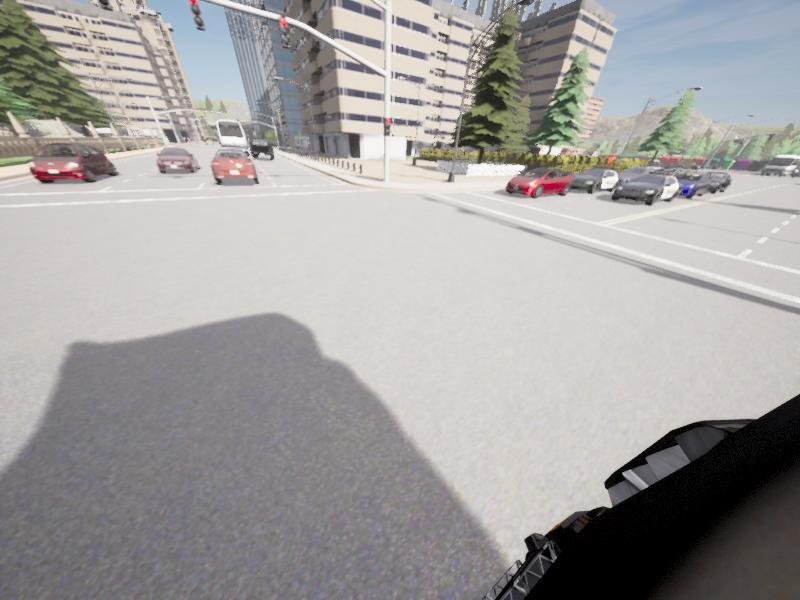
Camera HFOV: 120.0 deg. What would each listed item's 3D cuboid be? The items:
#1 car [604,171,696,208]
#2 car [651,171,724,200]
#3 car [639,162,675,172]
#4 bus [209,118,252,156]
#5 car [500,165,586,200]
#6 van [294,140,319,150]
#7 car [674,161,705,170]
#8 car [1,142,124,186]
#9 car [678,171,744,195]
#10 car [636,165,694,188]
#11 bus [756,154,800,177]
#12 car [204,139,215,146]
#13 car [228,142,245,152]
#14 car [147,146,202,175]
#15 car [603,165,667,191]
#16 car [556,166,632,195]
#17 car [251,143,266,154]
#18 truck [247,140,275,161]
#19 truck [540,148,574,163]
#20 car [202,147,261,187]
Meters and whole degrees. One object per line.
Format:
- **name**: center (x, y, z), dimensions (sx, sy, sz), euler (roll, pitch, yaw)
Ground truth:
- **car**: center (14.923, -6.732, 13.817), dimensions (4.974, 1.542, 2.038), euler (-16, 38, -26)
- **car**: center (20.959, -8.459, 16.874), dimensions (4.514, 1.525, 2.007), euler (-16, 38, -26)
- **car**: center (58.842, -30.501, 52.950), dimensions (2.128, 1.511, 4.902), euler (-16, 38, -26)
- **bus**: center (-26.680, -25.765, 36.812), dimensions (3.944, 4.253, 10.273), euler (-16, 38, -26)
- **car**: center (8.668, -7.219, 14.079), dimensions (4.514, 1.525, 2.007), euler (-15, 37, -25)
- **van**: center (-28.643, -47.413, 70.740), dimensions (6.366, 2.431, 2.351), euler (-16, 38, -26)
- **car**: center (79.855, -37.108, 63.800), dimensions (1.932, 1.855, 4.605), euler (-16, 38, -26)
- **car**: center (-16.754, -7.083, 11.875), dimensions (1.851, 1.617, 3.988), euler (-14, 37, -24)
- **car**: center (26.465, -10.030, 19.667), dimensions (4.902, 1.511, 2.128), euler (-16, 38, -26)
- **car**: center (26.185, -12.258, 22.849), dimensions (4.611, 1.667, 2.242), euler (-16, 38, -26)
- **bus**: center (90.318, -31.673, 54.551), dimensions (10.273, 4.253, 3.944), euler (-15, 38, -25)
- **car**: center (-58.393, -48.462, 70.970), dimensions (1.801, 1.575, 5.366), euler (-16, 38, -26)
- **car**: center (-31.759, -29.747, 44.888), dimensions (2.128, 1.511, 4.902), euler (-16, 38, -26)
- **car**: center (-15.843, -10.046, 16.545), dimensions (1.812, 1.442, 4.674), euler (-16, 38, -26)
- **car**: center (20.105, -10.496, 19.780), dimensions (4.856, 1.649, 2.033), euler (-16, 38, -26)
- **car**: center (14.089, -8.734, 16.763), dimensions (4.974, 1.542, 2.038), euler (-16, 38, -26)
- **car**: center (-26.322, -28.202, 43.011), dimensions (1.816, 1.474, 4.193), euler (-16, 38, -26)
- **truck**: center (-18.002, -19.699, 30.297), dimensions (2.390, 2.098, 6.274), euler (-12, 36, -21)
- **truck**: center (52.788, -49.051, 78.215), dimensions (2.891, 3.827, 8.468), euler (-16, 38, -26)
- **car**: center (-9.972, -8.168, 14.004), dimensions (2.152, 1.651, 5.027), euler (-15, 37, -25)
